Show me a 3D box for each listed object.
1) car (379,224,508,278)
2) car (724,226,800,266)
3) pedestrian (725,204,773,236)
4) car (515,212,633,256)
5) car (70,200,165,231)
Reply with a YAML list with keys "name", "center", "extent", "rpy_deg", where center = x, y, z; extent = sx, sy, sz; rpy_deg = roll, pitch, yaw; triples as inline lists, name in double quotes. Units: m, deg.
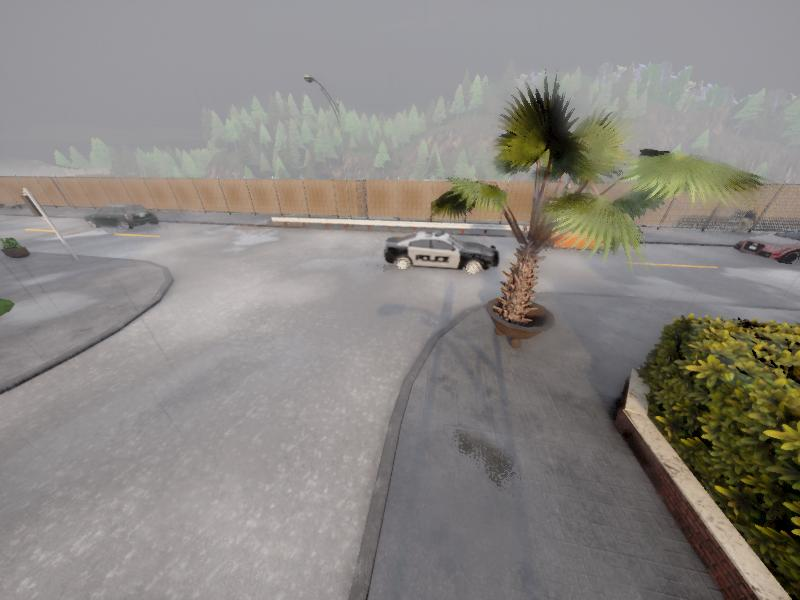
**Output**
- name: "car"
  center: [1.833, -2.379, 10.691]
  extent: [5.238, 1.638, 1.930]
  rpy_deg: [5, 30, 9]
- name: "car"
  center: [20.103, -2.682, 11.488]
  extent: [4.181, 1.385, 1.994]
  rpy_deg: [5, 30, 9]
- name: "pedestrian"
  center: [22.987, -5.304, 15.281]
  extent: [0.751, 1.860, 0.751]
  rpy_deg: [5, 30, 8]
- name: "car"
  center: [9.352, -3.799, 12.998]
  extent: [4.553, 1.767, 2.097]
  rpy_deg: [5, 30, 8]
- name: "car"
  center: [-21.481, -6.524, 17.715]
  extent: [4.553, 1.767, 2.097]
  rpy_deg: [5, 30, 9]
